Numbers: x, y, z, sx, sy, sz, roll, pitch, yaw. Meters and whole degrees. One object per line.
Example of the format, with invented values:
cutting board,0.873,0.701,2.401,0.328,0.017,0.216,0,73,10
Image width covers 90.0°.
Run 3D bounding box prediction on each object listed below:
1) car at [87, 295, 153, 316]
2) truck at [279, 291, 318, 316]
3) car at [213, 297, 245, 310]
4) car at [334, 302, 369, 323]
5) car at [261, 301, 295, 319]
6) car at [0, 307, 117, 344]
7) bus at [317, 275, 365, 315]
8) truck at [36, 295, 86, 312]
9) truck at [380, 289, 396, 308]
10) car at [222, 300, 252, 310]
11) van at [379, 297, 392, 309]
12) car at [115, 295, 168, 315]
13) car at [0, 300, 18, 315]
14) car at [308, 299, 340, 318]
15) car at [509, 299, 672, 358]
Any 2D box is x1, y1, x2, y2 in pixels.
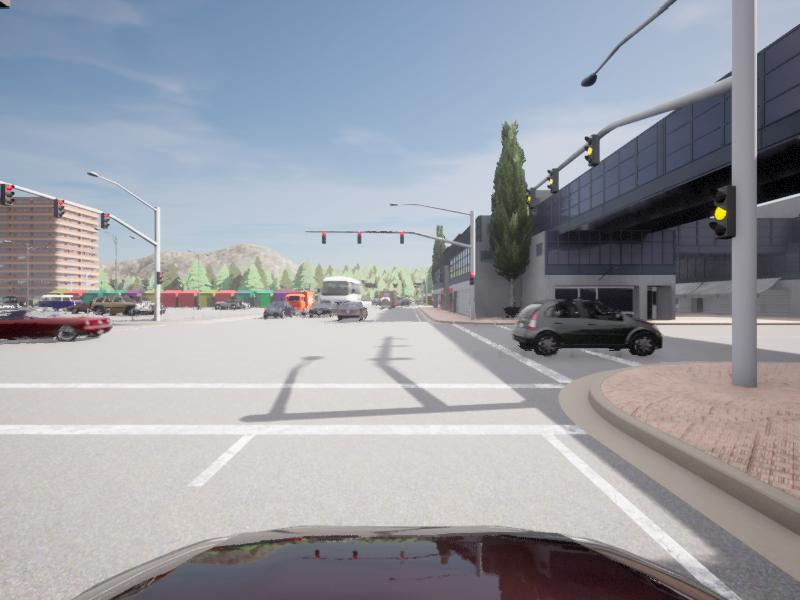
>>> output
car,-24.947,0.497,35.764,4.605,1.855,1.932,0,0,0
truck,-10.505,0.357,41.772,2.627,2.467,5.204,0,0,1
car,-24.907,0.499,58.282,3.866,1.878,1.905,0,0,0
car,-3.667,0.894,31.079,2.033,1.411,5.357,0,0,1
car,-10.616,0.827,34.976,1.845,1.501,3.633,0,0,1
car,-14.033,0.944,15.421,4.718,1.301,1.895,0,0,-10
bus,-6.732,-0.537,47.703,3.944,4.253,10.273,0,0,1
truck,-42.378,0.402,50.062,4.478,2.038,2.069,0,0,0
truck,-2.423,-0.325,82.354,2.891,3.827,8.468,0,0,2
car,-24.893,0.739,61.177,3.806,1.475,1.970,0,0,0
van,-2.579,0.573,72.970,2.069,2.038,4.480,0,0,2
car,-24.890,0.499,38.658,3.866,1.878,1.905,0,0,0
car,-42.354,0.739,41.382,3.806,1.475,1.970,0,0,0
car,-7.093,0.780,37.843,2.152,1.651,5.027,0,0,0
car,5.496,0.788,11.940,3.988,1.617,1.851,0,0,0
